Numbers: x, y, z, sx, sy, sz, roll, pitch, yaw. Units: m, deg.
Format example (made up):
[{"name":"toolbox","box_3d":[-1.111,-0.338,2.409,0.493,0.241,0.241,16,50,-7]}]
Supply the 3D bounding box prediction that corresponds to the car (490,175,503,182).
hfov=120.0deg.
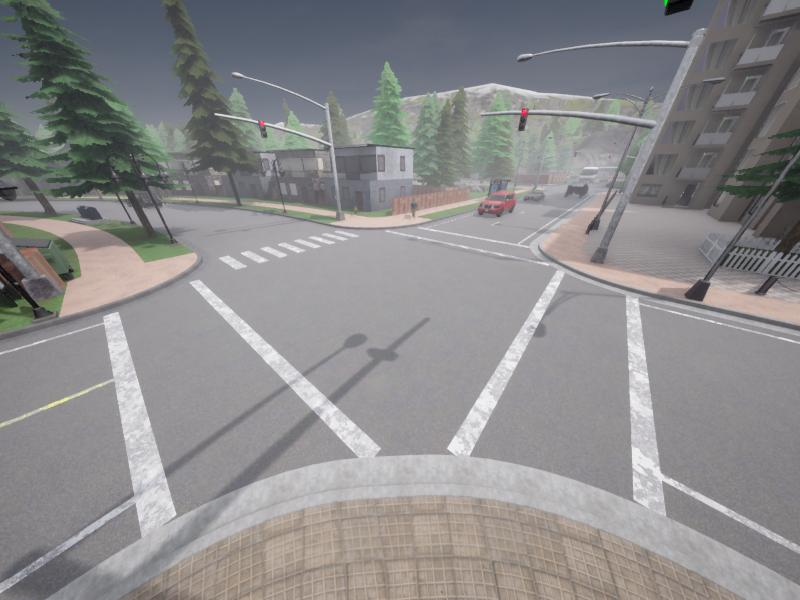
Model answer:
[{"name":"car","box_3d":[29.590,-37.325,71.038,1.932,1.855,4.605,23,37,34]}]

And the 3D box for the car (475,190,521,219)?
[{"name":"car","box_3d":[10.071,-9.866,23.608,2.150,2.045,5.566,24,38,35]}]

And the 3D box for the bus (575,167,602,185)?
[{"name":"bus","box_3d":[55.045,-36.313,67.211,3.944,4.253,10.273,24,37,35]}]

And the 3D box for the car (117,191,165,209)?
[{"name":"car","box_3d":[-31.010,-12.016,27.734,3.988,1.617,1.851,9,31,16]}]

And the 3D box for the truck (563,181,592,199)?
[{"name":"truck","box_3d":[28.938,-17.974,37.595,2.390,2.098,6.274,24,37,35]}]

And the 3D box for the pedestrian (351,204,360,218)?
[{"name":"pedestrian","box_3d":[-4.105,-8.179,21.252,0.500,1.100,0.500,-21,36,-32]}]

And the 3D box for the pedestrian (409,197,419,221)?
[{"name":"pedestrian","box_3d":[1.214,-7.954,20.136,0.751,1.860,0.751,2,30,4]}]

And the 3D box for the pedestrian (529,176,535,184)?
[{"name":"pedestrian","box_3d":[36.063,-32.718,63.005,0.751,1.860,0.751,22,37,33]}]

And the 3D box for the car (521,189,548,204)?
[{"name":"car","box_3d":[19.040,-14.676,32.618,1.994,1.385,4.181,24,37,35]}]
